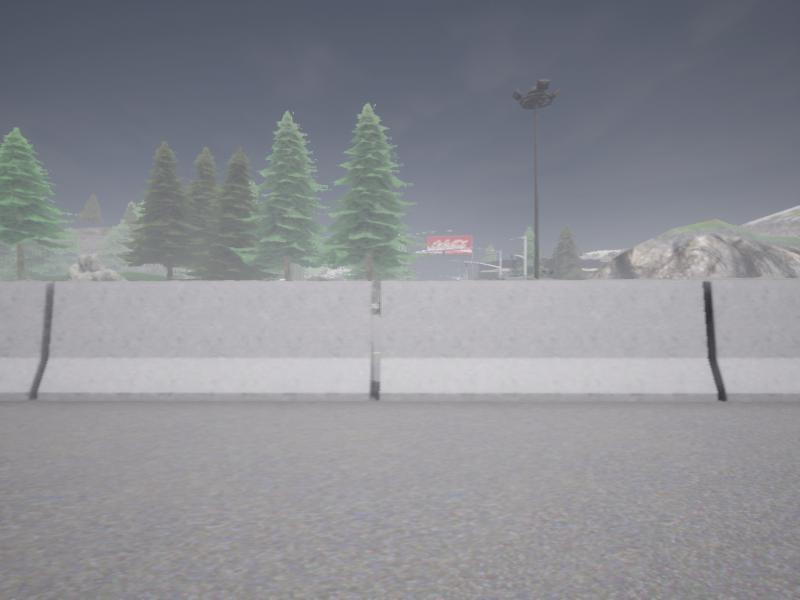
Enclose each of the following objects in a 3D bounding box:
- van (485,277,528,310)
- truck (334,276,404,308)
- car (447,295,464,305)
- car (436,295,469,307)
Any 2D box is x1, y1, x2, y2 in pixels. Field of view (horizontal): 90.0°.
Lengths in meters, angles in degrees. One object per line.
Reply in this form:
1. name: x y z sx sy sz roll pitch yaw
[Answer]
1. van: 8.761 -0.485 33.525 1.988 2.561 5.915 0 0 0
2. truck: -3.767 -0.918 49.807 8.468 3.827 2.891 0 0 1
3. car: 8.704 0.046 62.856 2.163 1.488 4.792 0 0 3
4. car: 7.103 0.106 53.756 1.882 1.535 5.008 0 0 42
